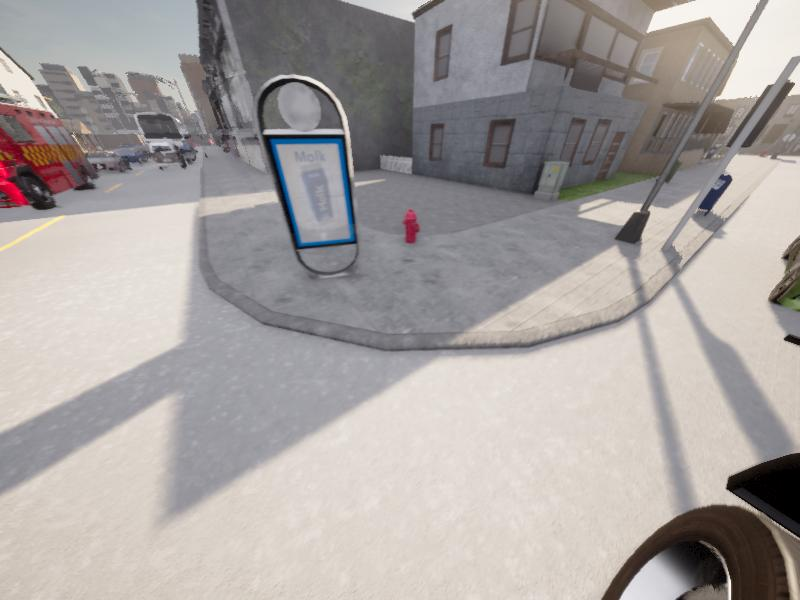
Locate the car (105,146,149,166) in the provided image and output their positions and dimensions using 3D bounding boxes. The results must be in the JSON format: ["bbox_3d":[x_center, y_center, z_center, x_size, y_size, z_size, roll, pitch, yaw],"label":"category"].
[{"bbox_3d":[-28.938,-15.425,24.679,1.882,1.535,5.008,-22,40,-28],"label":"car"}]

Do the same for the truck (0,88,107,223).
[{"bbox_3d":[-16.201,-5.906,9.095,2.891,3.827,8.468,-22,41,-28],"label":"truck"}]

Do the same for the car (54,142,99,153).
[{"bbox_3d":[-66.123,-31.282,47.389,4.856,1.649,2.033,-22,41,-28],"label":"car"}]

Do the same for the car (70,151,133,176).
[{"bbox_3d":[-23.647,-11.019,18.536,1.994,1.385,4.181,-22,41,-28],"label":"car"}]

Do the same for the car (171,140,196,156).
[{"bbox_3d":[-35.787,-25.298,38.289,2.150,2.045,5.566,-22,41,-28],"label":"car"}]

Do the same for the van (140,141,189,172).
[{"bbox_3d":[-20.724,-12.911,20.610,2.069,2.038,4.480,-22,41,-28],"label":"van"}]

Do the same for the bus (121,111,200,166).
[{"bbox_3d":[-26.050,-18.059,26.034,3.944,4.253,10.273,-22,41,-28],"label":"bus"}]

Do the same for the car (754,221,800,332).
[{"bbox_3d":[7.777,-0.648,3.435,4.514,1.525,2.007,-22,41,-28],"label":"car"}]
